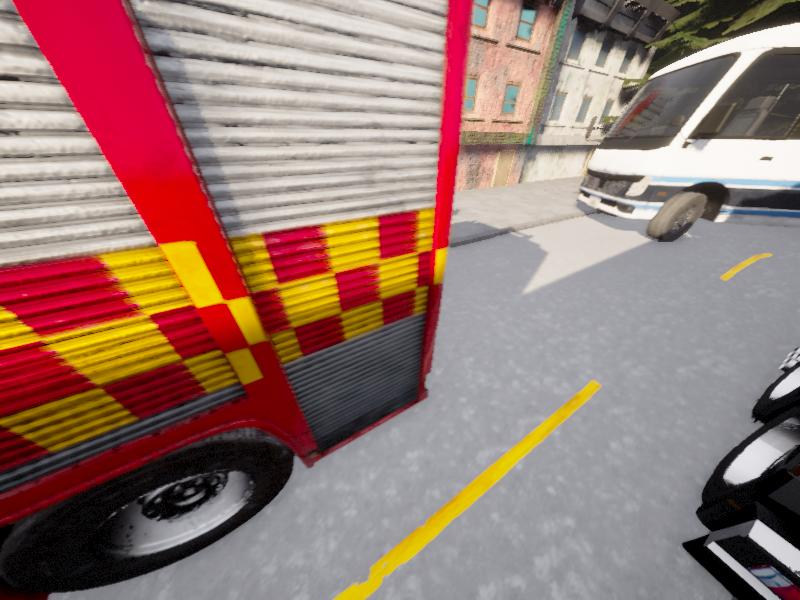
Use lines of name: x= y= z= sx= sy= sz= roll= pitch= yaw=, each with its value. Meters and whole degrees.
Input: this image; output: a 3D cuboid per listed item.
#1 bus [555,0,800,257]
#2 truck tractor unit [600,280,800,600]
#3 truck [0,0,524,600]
bus: x=10.967 y=-3.750 z=5.775 sx=10.273 sy=4.253 sz=3.944 roll=7 pitch=34 yaw=8
truck tractor unit: x=5.134 y=-0.277 z=0.748 sx=6.516 sy=4.208 sz=3.053 roll=-17 pitch=38 yaw=-23
truck: x=-3.962 y=0.115 z=0.457 sx=8.468 sy=3.827 sz=2.891 roll=-18 pitch=39 yaw=-25
